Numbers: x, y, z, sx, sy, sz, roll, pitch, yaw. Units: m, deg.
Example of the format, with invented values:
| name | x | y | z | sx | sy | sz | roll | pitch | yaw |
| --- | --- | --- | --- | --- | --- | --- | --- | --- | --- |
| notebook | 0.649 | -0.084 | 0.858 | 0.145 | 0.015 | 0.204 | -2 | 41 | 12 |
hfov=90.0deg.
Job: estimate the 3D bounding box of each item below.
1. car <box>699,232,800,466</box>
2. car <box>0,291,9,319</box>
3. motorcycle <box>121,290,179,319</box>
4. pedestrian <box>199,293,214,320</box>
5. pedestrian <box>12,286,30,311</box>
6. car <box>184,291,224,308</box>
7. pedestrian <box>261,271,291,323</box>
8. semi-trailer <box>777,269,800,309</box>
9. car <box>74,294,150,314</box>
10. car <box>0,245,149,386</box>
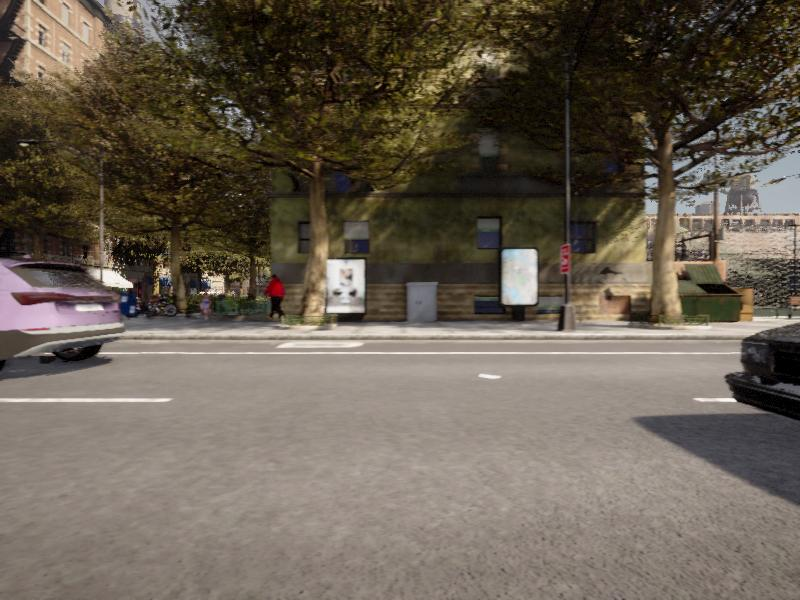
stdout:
| name | x | y | z | sx | sy | sz | roll | pitch | yaw |
| --- | --- | --- | --- | --- | --- | --- | --- | --- | --- |
| car | 5.085 | 0.294 | 2.202 | 5.357 | 1.411 | 2.033 | 0 | 0 | 0 |
| car | -22.148 | 0.254 | 19.080 | 2.163 | 1.488 | 4.792 | 0 | 0 | 4 |
| motorcycle | -12.215 | 0.221 | 19.635 | 2.356 | 1.277 | 0.764 | 0 | -10 | -30 |
| pedestrian | -7.915 | 0.266 | 16.371 | 0.500 | 1.100 | 0.500 | 0 | 0 | -31 |
| pedestrian | -29.496 | -0.112 | 31.134 | 0.751 | 1.860 | 0.751 | 0 | 0 | 11 |
| car | -24.913 | -0.025 | 51.099 | 2.435 | 2.045 | 5.566 | 0 | 0 | 0 |
| pedestrian | -4.588 | -0.114 | 14.790 | 0.751 | 1.860 | 0.751 | 0 | 0 | 26 |
| semi-trailer | 46.227 | -1.224 | 40.576 | 2.717 | 4.402 | 14.254 | 0 | 0 | 1 |
| car | -21.945 | 0.297 | 30.845 | 2.033 | 1.411 | 5.357 | 0 | 0 | 0 |
| car | -6.652 | 0.178 | 5.721 | 4.856 | 1.649 | 2.033 | 0 | 0 | 1 |
